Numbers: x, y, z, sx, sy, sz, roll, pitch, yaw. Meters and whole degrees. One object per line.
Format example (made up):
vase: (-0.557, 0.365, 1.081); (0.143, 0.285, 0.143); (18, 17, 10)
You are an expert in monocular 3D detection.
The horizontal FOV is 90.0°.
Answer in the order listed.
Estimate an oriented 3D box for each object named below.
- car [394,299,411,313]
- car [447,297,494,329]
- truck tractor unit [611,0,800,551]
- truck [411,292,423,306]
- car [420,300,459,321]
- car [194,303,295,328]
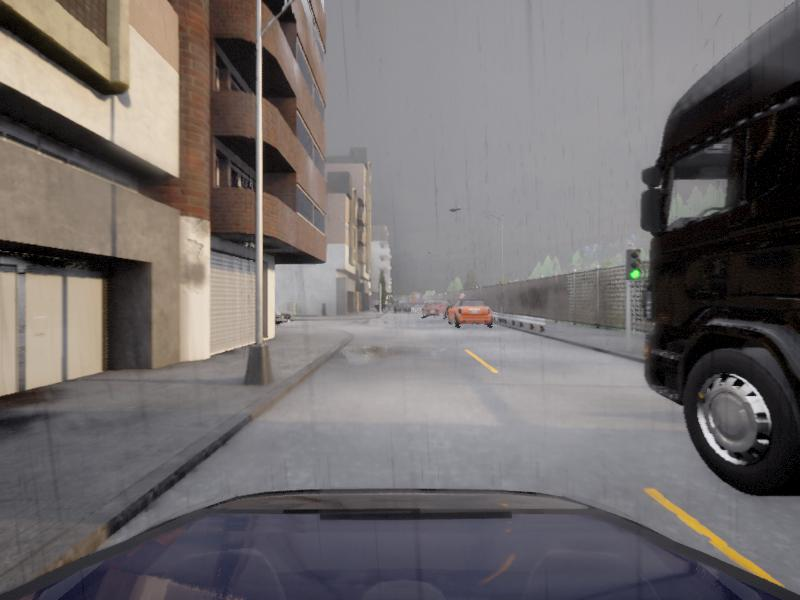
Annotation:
car: (0.282, 0.711, 50.639); (2.097, 1.767, 4.553); (0, 0, 0)
car: (4.153, 0.702, 24.297); (2.097, 1.767, 4.553); (0, 0, 0)
truck tractor unit: (4.037, -0.519, 1.524); (3.053, 4.208, 6.516); (0, 0, 0)
truck: (4.558, -0.289, 108.188); (2.891, 3.827, 8.468); (0, 0, 0)
car: (3.425, 0.792, 34.086); (2.152, 1.651, 5.027); (0, 0, 19)
car: (-9.324, 0.904, 24.209); (5.357, 1.411, 2.033); (0, 0, 4)
